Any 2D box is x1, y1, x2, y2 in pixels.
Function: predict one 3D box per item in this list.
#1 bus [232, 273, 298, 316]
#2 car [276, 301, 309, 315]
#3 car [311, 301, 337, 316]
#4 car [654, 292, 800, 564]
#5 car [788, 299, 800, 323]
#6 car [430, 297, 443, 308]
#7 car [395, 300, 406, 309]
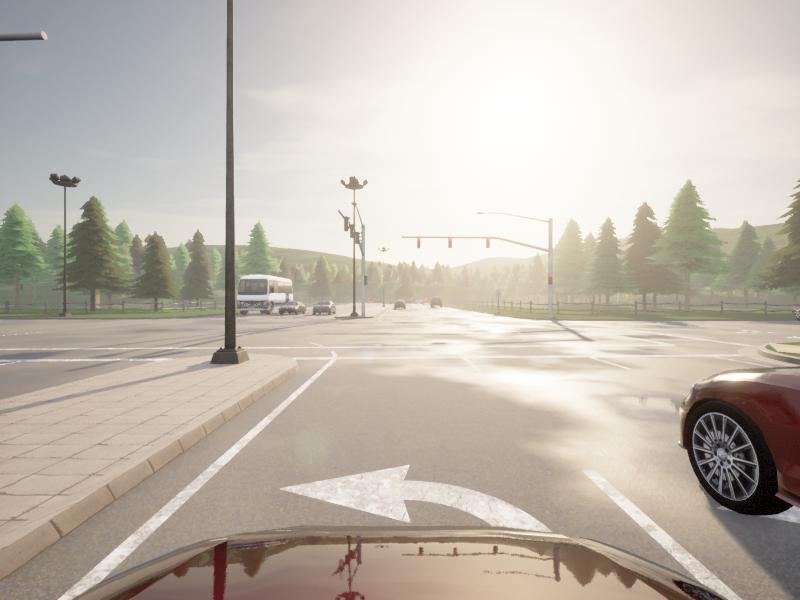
[{"bbox_3d":[-14.869,-0.573,45.259,3.944,4.253,10.273,0,0,0],"label":"bus"},{"bbox_3d":[-11.492,0.857,43.184,2.033,1.411,5.357,0,0,0],"label":"car"},{"bbox_3d":[-7.991,0.807,42.501,1.837,1.490,4.892,0,0,0],"label":"car"},{"bbox_3d":[3.500,0.779,1.307,2.152,1.651,5.027,0,0,0],"label":"car"},{"bbox_3d":[29.404,0.754,26.789,4.856,1.649,2.033,0,0,1],"label":"car"},{"bbox_3d":[7.134,0.499,79.305,2.150,2.045,5.566,0,0,1],"label":"car"},{"bbox_3d":[0.018,0.784,69.059,1.837,1.490,4.892,0,0,0],"label":"car"}]
